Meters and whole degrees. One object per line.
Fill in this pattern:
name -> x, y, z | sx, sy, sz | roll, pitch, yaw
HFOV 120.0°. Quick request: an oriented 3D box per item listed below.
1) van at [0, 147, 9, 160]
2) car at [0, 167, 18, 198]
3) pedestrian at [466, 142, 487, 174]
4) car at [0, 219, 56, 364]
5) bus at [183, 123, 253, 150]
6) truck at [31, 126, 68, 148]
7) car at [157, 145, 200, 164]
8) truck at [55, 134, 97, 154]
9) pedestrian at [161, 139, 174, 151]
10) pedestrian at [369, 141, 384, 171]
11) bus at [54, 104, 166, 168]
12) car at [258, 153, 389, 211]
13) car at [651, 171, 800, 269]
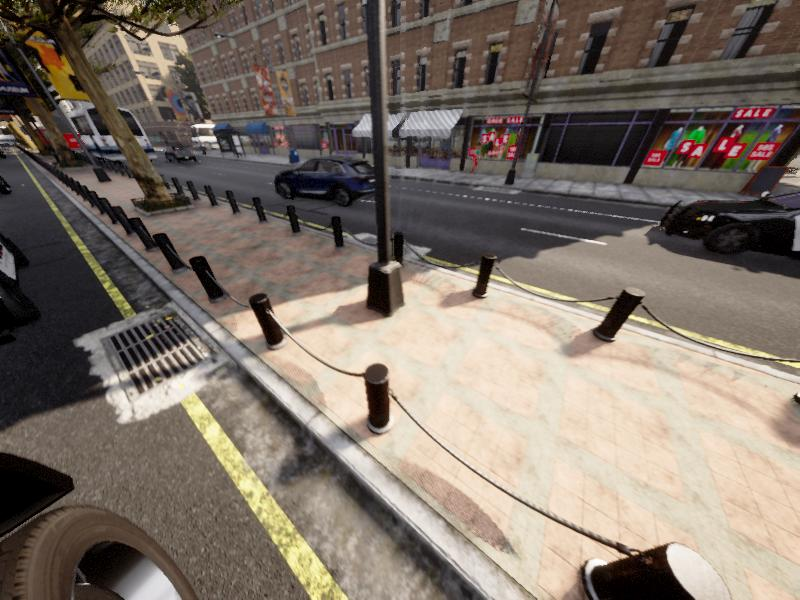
van -> -47.566, -17.592, 26.309 | 5.915, 2.561, 1.988 | 23, 41, 28
car -> -20.041, -5.694, 10.632 | 5.357, 1.411, 2.033 | 23, 41, 28
pedestrian -> 5.316, -9.906, 16.125 | 0.751, 1.860, 0.751 | -29, 45, -35
car -> -7.209, -0.426, 3.134 | 4.974, 1.542, 2.038 | 23, 41, 28
bus -> -38.426, -34.857, 49.441 | 3.944, 4.253, 10.273 | 22, 40, 28
truck -> -81.788, -37.995, 53.891 | 8.468, 3.827, 2.891 | 23, 41, 28
car -> -22.695, -14.986, 23.699 | 3.633, 1.501, 1.845 | 23, 41, 28
truck -> -51.043, -24.658, 36.393 | 5.204, 2.467, 2.627 | 23, 41, 28
pedestrian -> -42.404, -28.339, 42.179 | 0.751, 1.860, 0.751 | 11, 36, 14
pedestrian -> -1.771, -10.923, 17.509 | 0.751, 1.860, 0.751 | 25, 42, 30
bus -> -28.337, -15.883, 22.560 | 10.273, 4.253, 3.944 | 23, 41, 28
car -> -3.115, -5.131, 9.773 | 4.856, 1.649, 2.033 | 15, 38, 19
car -> 9.407, -1.658, 5.030 | 4.974, 1.542, 2.038 | 23, 41, 28
